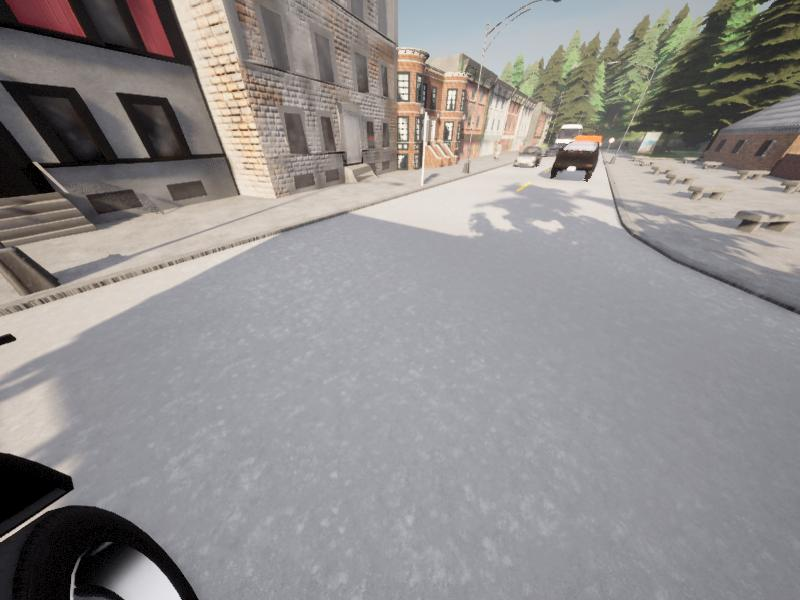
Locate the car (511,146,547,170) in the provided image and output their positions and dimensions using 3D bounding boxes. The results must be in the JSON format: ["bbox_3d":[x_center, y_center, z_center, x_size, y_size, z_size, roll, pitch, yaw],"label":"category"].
[{"bbox_3d":[11.945,-13.183,21.325,1.851,1.617,3.988,22,40,28],"label":"car"}]

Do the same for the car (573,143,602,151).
[{"bbox_3d":[45.191,-36.937,55.734,5.366,1.575,1.801,-4,35,-6],"label":"car"}]

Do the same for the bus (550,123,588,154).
[{"bbox_3d":[32.069,-30.486,43.761,3.944,4.253,10.273,22,40,28],"label":"bus"}]

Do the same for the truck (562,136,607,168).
[{"bbox_3d":[18.972,-15.357,23.728,2.627,2.467,5.204,23,42,29],"label":"truck"}]

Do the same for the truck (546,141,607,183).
[{"bbox_3d":[12.489,-9.884,16.217,2.390,2.098,6.274,23,41,29],"label":"truck"}]

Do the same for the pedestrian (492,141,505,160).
[{"bbox_3d":[11.291,-17.137,26.490,0.751,1.860,0.751,-24,42,-30],"label":"pedestrian"}]

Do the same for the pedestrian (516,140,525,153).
[{"bbox_3d":[20.305,-25.836,38.907,0.751,1.860,0.751,27,43,33],"label":"pedestrian"}]

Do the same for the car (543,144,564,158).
[{"bbox_3d":[22.096,-21.462,33.223,1.845,1.501,3.633,22,40,27],"label":"car"}]

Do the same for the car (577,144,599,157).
[{"bbox_3d":[29.565,-23.607,36.326,2.007,1.525,4.514,23,41,29],"label":"car"}]
